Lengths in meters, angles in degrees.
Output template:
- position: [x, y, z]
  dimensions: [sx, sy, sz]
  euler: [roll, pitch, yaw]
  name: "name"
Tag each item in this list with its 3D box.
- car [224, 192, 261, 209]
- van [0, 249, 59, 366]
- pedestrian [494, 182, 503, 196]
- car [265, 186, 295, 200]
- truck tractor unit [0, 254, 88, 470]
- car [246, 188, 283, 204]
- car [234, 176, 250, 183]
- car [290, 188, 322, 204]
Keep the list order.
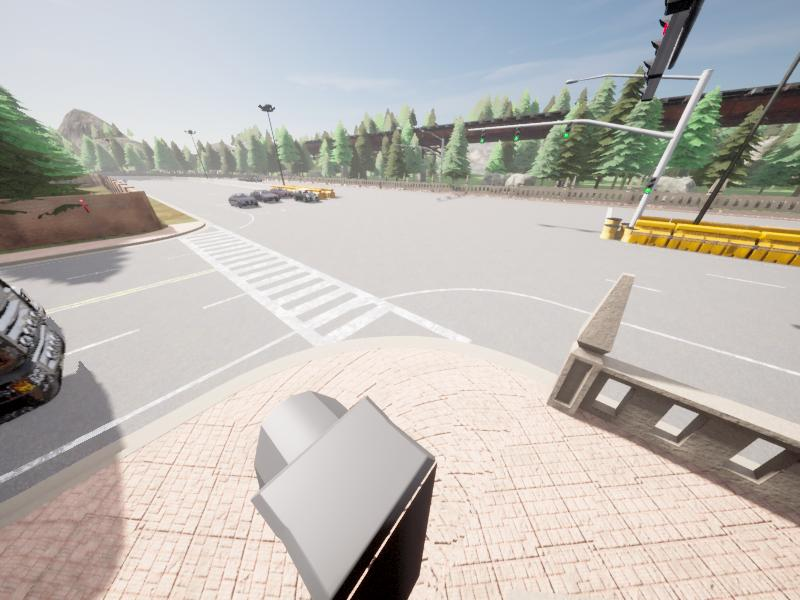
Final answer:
- position: [-18.176, -11.550, 26.643]
  dimensions: [4.181, 1.385, 1.994]
  euler: [23, 37, 34]
  name: "car"
- position: [-11.747, 1.021, 3.809]
  dimensions: [2.351, 2.431, 6.366]
  euler: [23, 37, 34]
  name: "van"
- position: [15.097, -17.047, 35.318]
  dimensions: [0.751, 1.860, 0.751]
  euler: [24, 38, 35]
  name: "pedestrian"
- position: [-17.598, -15.756, 33.927]
  dimensions: [4.181, 1.385, 1.994]
  euler: [21, 36, 32]
  name: "car"
- position: [-8.777, 1.185, 1.722]
  dimensions: [3.053, 4.208, 6.516]
  euler: [22, 37, 34]
  name: "truck tractor unit"
- position: [-17.896, -13.735, 30.402]
  dimensions: [5.357, 1.411, 2.033]
  euler: [23, 37, 34]
  name: "car"
- position: [-45.375, -34.568, 66.368]
  dimensions: [4.902, 1.511, 2.128]
  euler: [22, 37, 33]
  name: "car"
- position: [-12.344, -13.712, 30.279]
  dimensions: [3.806, 1.475, 1.970]
  euler: [23, 37, 34]
  name: "car"
